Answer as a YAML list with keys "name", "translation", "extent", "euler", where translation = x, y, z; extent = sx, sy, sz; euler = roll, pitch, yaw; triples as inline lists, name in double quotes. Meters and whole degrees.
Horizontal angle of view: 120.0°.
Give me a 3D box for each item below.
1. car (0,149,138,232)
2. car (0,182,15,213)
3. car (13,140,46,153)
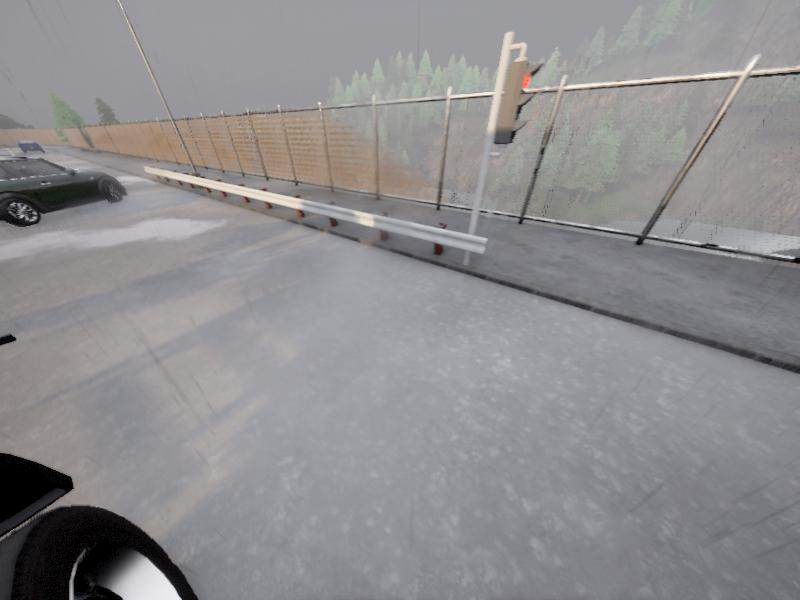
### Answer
- name: "car"
  translation: [-12.236, -3.843, 7.662]
  extent: [2.097, 1.767, 4.553]
  euler: [-4, 35, -6]
- name: "car"
  translation: [-16.474, -4.278, 8.370]
  extent: [5.238, 1.638, 1.930]
  euler: [22, 41, 28]
- name: "car"
  translation: [-55.823, -23.166, 34.806]
  extent: [5.008, 1.535, 1.882]
  euler: [22, 41, 28]
